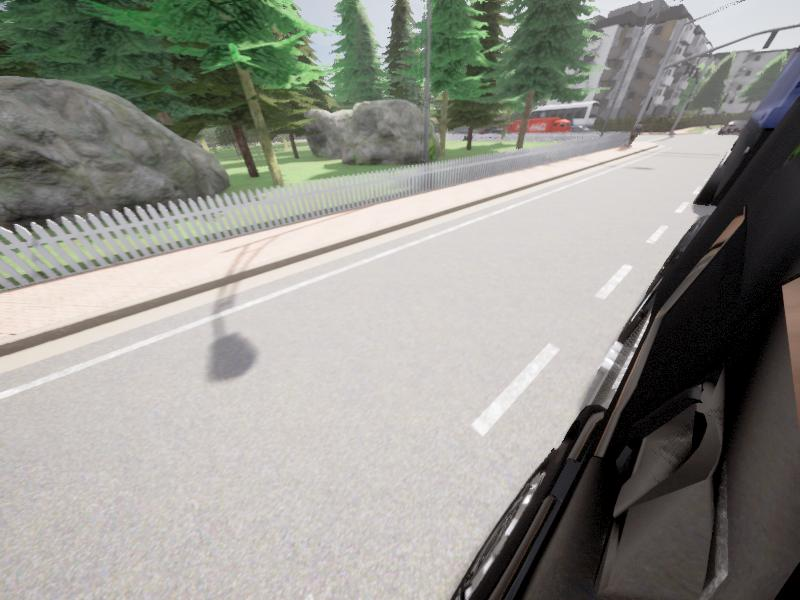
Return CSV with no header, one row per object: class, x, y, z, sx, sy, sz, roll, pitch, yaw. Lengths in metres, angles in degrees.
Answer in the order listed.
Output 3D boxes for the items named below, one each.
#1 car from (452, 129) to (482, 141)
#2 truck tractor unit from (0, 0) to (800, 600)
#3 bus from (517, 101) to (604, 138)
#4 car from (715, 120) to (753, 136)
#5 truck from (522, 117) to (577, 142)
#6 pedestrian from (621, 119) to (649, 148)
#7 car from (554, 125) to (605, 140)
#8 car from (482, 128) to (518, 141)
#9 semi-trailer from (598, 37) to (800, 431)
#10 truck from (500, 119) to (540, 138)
car,11.690,-29.064,40.714,1.837,1.490,4.892,-26,42,-28
truck tractor unit,2.645,-0.295,0.351,6.516,4.208,3.053,-28,44,-30
bus,25.932,-29.621,38.251,3.944,4.253,10.273,-26,42,-28
car,39.698,-20.418,27.432,4.181,1.385,1.994,-27,43,-29
truck,20.104,-23.102,31.354,2.627,2.467,5.204,-26,42,-28
pedestrian,18.999,-13.470,18.701,0.751,1.860,0.751,-27,43,-29
car,24.392,-22.946,31.677,2.128,1.511,4.902,-26,42,-28
car,15.664,-26.069,36.439,1.837,1.490,4.892,-26,42,-28
semi-trailer,8.668,-3.619,4.268,14.254,4.402,2.717,-28,44,-30
truck,20.659,-29.574,40.016,2.627,2.467,5.204,-26,43,-28
